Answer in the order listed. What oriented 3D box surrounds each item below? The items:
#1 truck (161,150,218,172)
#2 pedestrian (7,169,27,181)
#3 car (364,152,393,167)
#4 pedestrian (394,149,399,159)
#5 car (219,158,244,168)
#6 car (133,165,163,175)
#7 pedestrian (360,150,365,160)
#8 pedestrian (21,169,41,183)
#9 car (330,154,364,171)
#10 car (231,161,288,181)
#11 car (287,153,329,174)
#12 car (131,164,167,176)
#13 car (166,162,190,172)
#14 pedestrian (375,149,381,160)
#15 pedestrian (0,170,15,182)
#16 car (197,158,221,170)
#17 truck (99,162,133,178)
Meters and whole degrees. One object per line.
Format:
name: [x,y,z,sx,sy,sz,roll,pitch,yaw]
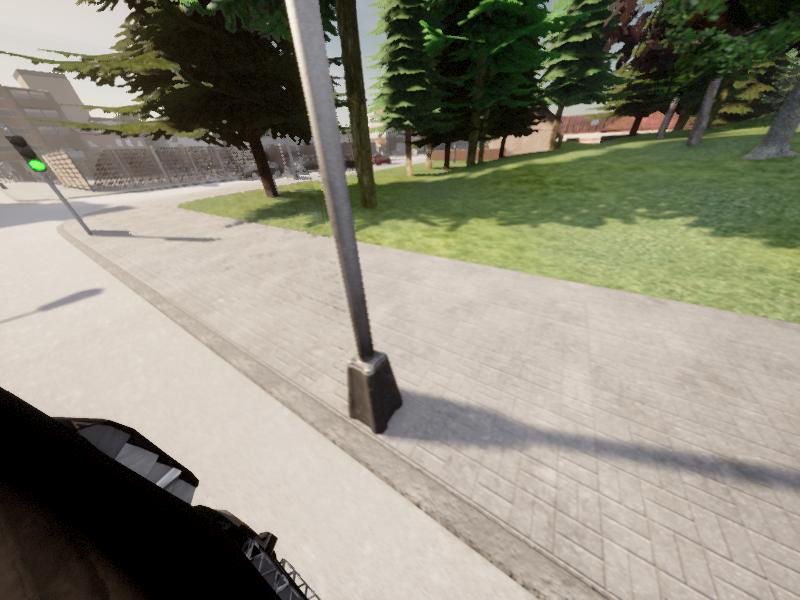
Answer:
truck: [-48.046,-32.122,53.272,2.891,3.827,8.468,17,38,27]
pedestrian: [-68.626,-22.388,41.428,0.751,1.860,0.751,1,34,6]
car: [-3.187,-21.177,34.775,2.007,1.525,4.514,16,38,26]
pedestrian: [-0.837,-32.068,50.654,0.751,1.860,0.751,11,36,20]
car: [-36.929,-30.019,50.629,4.611,1.667,2.242,17,38,27]
car: [-44.996,-23.215,41.264,5.357,1.415,2.033,17,38,27]
pedestrian: [-8.548,-33.183,52.764,0.751,1.860,0.751,15,38,25]
pedestrian: [-54.931,-18.467,34.410,0.751,1.860,0.751,19,40,30]
car: [-6.822,-17.978,30.179,1.851,1.617,3.988,17,38,28]
car: [-15.302,-14.308,25.446,1.837,1.490,4.892,17,38,27]
car: [-11.780,-17.685,29.887,1.932,1.855,4.605,17,40,27]
car: [-44.744,-23.344,41.308,1.789,1.547,3.705,17,38,27]
car: [-42.884,-25.664,44.671,3.633,1.501,1.845,17,38,27]
pedestrian: [-4.654,-30.749,48.775,0.751,1.860,0.751,21,40,31]
pedestrian: [-71.651,-22.619,42.026,0.751,1.860,0.751,17,38,27]
car: [-39.409,-28.071,47.705,3.866,1.878,1.905,17,38,27]
truck: [-47.236,-21.578,38.416,4.478,2.038,2.069,17,38,27]
